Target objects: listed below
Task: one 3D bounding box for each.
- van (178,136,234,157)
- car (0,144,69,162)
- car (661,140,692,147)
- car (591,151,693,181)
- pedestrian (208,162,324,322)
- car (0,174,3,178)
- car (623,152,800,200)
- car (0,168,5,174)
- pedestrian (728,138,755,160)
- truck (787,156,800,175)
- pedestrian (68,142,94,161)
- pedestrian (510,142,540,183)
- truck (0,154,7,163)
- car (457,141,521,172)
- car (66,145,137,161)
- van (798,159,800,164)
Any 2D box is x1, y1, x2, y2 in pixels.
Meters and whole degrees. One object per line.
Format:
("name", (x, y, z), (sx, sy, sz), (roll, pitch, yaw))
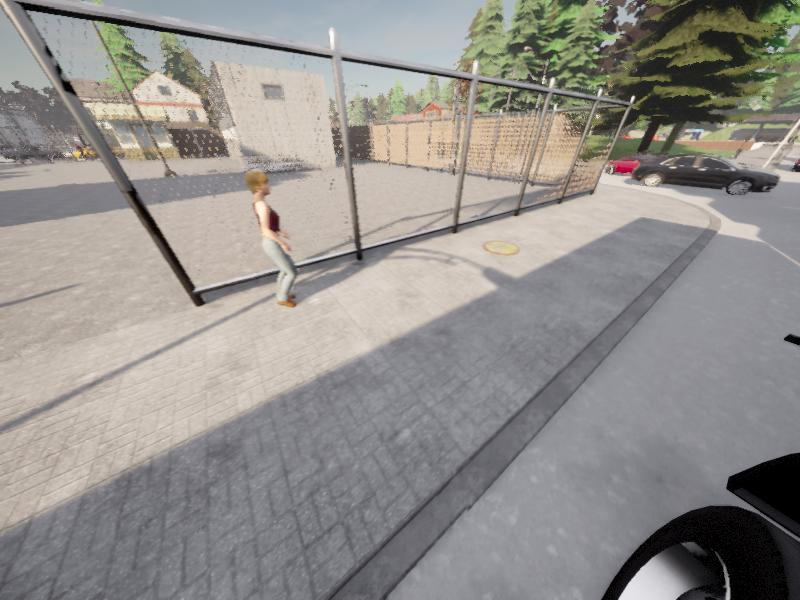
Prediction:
("van", (-29.406, -23.590, 35.382), (5.915, 2.561, 1.988), (-22, 41, -28))
("car", (-47.058, -18.902, 29.631), (4.611, 1.667, 2.242), (-22, 41, -27))
("car", (75.407, -42.853, 63.046), (2.038, 1.542, 4.974), (-22, 41, -28))
("car", (15.875, -9.029, 15.392), (1.994, 1.385, 4.181), (-24, 41, -29))
("pedestrian", (-1.713, -0.748, 3.147), (0.751, 1.860, 0.751), (-22, 41, -28))
("car", (-29.399, -8.098, 14.063), (4.611, 1.667, 2.242), (-22, 41, -28))
("car", (14.720, -6.274, 11.390), (1.837, 1.490, 4.892), (-26, 42, -31))
("car", (-31.819, -9.289, 15.888), (4.193, 1.474, 1.816), (-22, 41, -28))
("pedestrian", (35.927, -15.899, 24.320), (0.751, 1.860, 0.751), (-19, 39, -25))
("truck", (30.291, -10.194, 15.975), (5.204, 2.467, 2.627), (-22, 41, -28))
("pedestrian", (-37.126, -17.288, 26.880), (0.751, 1.860, 0.751), (-11, 37, -15))
("pedestrian", (6.885, -7.584, 12.753), (0.751, 1.860, 0.751), (-26, 43, -32))
("truck", (-48.159, -15.481, 22.923), (2.891, 3.827, 8.468), (-2, 35, -1))
("car", (7.334, -12.300, 19.644), (1.932, 1.855, 4.605), (-22, 42, -28))
("car", (-38.864, -19.386, 30.333), (5.366, 1.575, 1.801), (-22, 41, -27))
("van", (41.133, -14.639, 22.127), (5.915, 2.561, 1.988), (-22, 41, -28))
